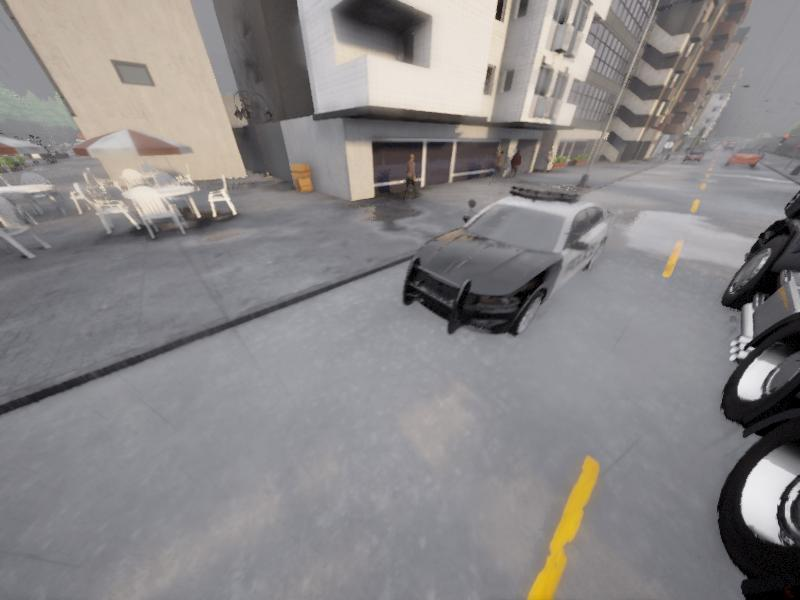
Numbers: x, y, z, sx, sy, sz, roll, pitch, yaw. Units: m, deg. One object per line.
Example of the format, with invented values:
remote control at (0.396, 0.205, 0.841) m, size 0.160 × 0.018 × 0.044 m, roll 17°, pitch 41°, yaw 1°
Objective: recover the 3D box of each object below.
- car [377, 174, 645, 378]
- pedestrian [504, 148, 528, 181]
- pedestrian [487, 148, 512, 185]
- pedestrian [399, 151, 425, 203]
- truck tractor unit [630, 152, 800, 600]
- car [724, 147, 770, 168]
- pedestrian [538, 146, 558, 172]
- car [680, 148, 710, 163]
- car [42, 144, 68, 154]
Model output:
car at (2.303, -1.135, 4.267) m, size 5.238 × 1.638 × 1.930 m, roll -26°, pitch 42°, yaw -33°
pedestrian at (7.823, -9.173, 15.609) m, size 0.751 × 1.860 × 0.751 m, roll 29°, pitch 44°, yaw 35°
pedestrian at (6.065, -8.183, 14.172) m, size 0.751 × 1.860 × 0.751 m, roll 29°, pitch 44°, yaw 35°
pedestrian at (0.488, -5.245, 9.881) m, size 0.751 × 1.860 × 0.751 m, roll 28°, pitch 43°, yaw 34°
truck tractor unit at (4.905, -0.467, 1.024) m, size 6.516 × 4.208 × 3.053 m, roll -26°, pitch 42°, yaw -32°
car at (38.490, -15.959, 25.786) m, size 4.553 × 1.767 × 2.097 m, roll -26°, pitch 42°, yaw -33°
pedestrian at (12.649, -12.020, 19.764) m, size 0.751 × 1.860 × 0.751 m, roll 6°, pitch 35°, yaw 9°
car at (39.838, -19.514, 31.187) m, size 3.633 × 1.501 × 1.845 m, roll -26°, pitch 42°, yaw -33°
car at (-79.243, -34.793, 53.152) m, size 2.152 × 1.651 × 5.027 m, roll -26°, pitch 42°, yaw -33°
